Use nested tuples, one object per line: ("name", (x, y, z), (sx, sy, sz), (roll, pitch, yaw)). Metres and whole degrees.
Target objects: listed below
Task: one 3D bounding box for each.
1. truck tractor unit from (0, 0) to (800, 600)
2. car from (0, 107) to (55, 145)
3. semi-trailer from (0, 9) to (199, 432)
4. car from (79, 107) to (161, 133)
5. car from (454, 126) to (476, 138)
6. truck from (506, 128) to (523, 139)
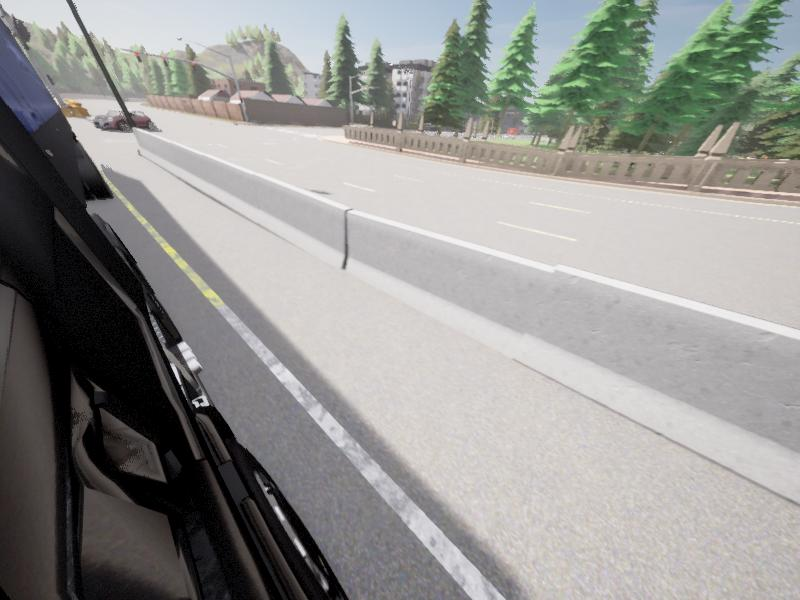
("truck tractor unit", (-2.645, -0.295, 0.351), (6.516, 4.208, 3.053), (28, 44, 30))
("car", (-21.746, -9.830, 12.994), (4.181, 1.385, 1.994), (30, 44, 28))
("semi-trailer", (-8.527, -3.782, 4.290), (14.254, 4.402, 2.717), (31, 45, 31))
("car", (-23.216, -15.119, 19.434), (1.970, 1.475, 3.806), (6, 38, 1))
("car", (15.237, -39.348, 54.137), (2.150, 2.045, 5.566), (31, 45, 29))
("truck", (36.587, -53.288, 73.934), (2.627, 2.467, 5.204), (31, 45, 29))
